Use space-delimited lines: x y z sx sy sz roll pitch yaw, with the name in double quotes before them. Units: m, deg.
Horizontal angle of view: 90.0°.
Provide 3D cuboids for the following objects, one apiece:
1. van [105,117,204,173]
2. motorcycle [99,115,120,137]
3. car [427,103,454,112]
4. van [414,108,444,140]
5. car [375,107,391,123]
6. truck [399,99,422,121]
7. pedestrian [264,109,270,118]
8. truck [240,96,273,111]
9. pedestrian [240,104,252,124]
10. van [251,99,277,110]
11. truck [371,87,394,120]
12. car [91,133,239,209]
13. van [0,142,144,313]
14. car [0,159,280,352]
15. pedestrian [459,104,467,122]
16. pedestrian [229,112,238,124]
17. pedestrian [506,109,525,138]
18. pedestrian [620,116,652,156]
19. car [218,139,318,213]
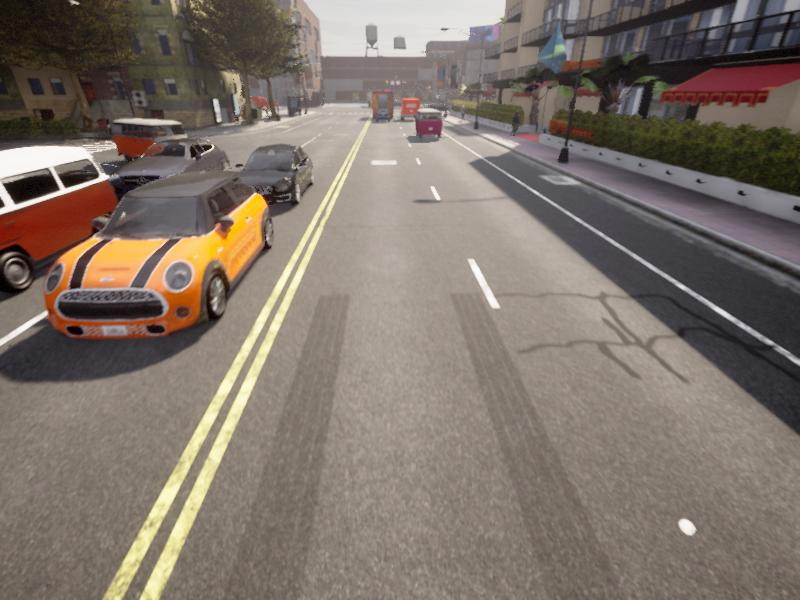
"van" -11.308 -7.241 18.414 4.442 1.987 1.775 19 33 32
"motorcycle" -22.237 -13.349 30.677 0.764 1.277 2.356 -25 35 -23
"car" 7.860 -37.509 77.824 4.792 1.488 2.163 -13 30 -24
"van" 2.183 -13.892 31.409 1.775 1.987 4.442 -1 27 -2
"car" -2.035 -22.200 47.972 1.789 1.549 3.705 -1 27 -2
"truck" 1.310 -24.484 51.421 2.627 2.467 5.204 -1 27 -2
"pedestrian" -17.276 -24.275 52.007 0.500 1.100 0.500 -1 27 -3
"truck" -28.003 -38.490 78.370 5.204 2.467 2.627 -1 27 -2
"pedestrian" -16.295 -19.688 42.284 0.751 1.860 0.751 -4 28 -8
"van" -27.733 -39.888 81.594 4.480 2.038 2.069 -1 27 -2
"truck" -2.370 -27.291 55.372 2.891 3.827 8.468 -1 27 -2
"car" -7.551 -4.583 13.679 2.152 1.651 5.027 -1 27 -2
"van" -7.287 -1.587 7.411 2.069 2.038 4.480 -1 27 -2
"car" -3.758 -1.162 6.880 2.097 1.767 4.553 -1 27 -2
"pedestrian" 7.288 -21.658 46.264 0.751 1.860 0.751 0 27 0
"pedestrian" -17.611 -19.315 42.380 0.500 1.100 0.500 3 27 6
"pedestrian" 8.427 -12.883 29.245 0.751 1.860 0.751 -9 29 -18
"pedestrian" 12.173 -8.455 20.679 0.751 1.860 0.751 -1 27 -2
"car" -4.030 -4.260 13.216 1.837 1.490 4.892 -1 27 -2
